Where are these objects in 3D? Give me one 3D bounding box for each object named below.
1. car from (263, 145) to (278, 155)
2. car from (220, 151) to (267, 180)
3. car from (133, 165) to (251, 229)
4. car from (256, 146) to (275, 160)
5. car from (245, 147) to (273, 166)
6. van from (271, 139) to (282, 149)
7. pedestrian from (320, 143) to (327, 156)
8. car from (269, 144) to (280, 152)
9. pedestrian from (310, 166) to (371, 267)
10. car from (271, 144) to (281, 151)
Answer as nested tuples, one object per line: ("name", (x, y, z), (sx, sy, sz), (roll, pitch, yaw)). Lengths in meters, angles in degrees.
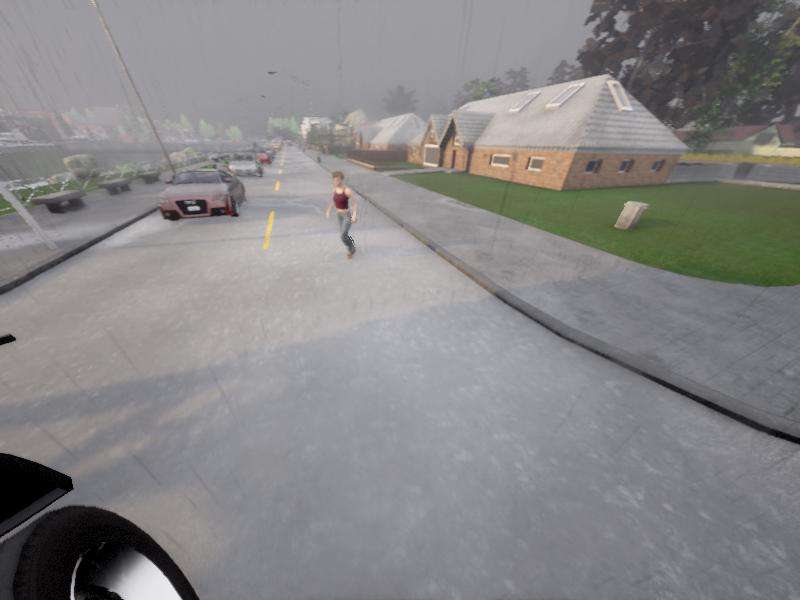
("car", (-23.620, -27.403, 42.185), (1.845, 1.501, 3.633), (-12, 36, -19))
("car", (-11.356, -10.050, 17.117), (2.007, 1.525, 4.514), (-12, 36, -19))
("car", (-7.175, -4.066, 8.610), (1.994, 1.385, 4.181), (-12, 37, -19))
("car", (-19.297, -21.266, 33.366), (1.816, 1.474, 4.193), (-12, 36, -19))
("car", (-15.584, -16.032, 25.760), (2.007, 1.525, 4.514), (-12, 36, -19))
("van", (-37.762, -47.804, 70.861), (2.351, 2.431, 6.366), (-12, 36, -19))
("pedestrian", (-13.721, -26.853, 41.199), (0.751, 1.860, 0.751), (-16, 38, -24))
("car", (-30.245, -36.786, 55.733), (1.882, 1.535, 5.008), (-12, 36, -19))
("pedestrian", (-1.199, -1.794, 5.000), (0.751, 1.860, 0.751), (20, 38, 25))
("car", (-33.384, -41.133, 62.157), (1.994, 1.385, 4.181), (-12, 36, -19))
